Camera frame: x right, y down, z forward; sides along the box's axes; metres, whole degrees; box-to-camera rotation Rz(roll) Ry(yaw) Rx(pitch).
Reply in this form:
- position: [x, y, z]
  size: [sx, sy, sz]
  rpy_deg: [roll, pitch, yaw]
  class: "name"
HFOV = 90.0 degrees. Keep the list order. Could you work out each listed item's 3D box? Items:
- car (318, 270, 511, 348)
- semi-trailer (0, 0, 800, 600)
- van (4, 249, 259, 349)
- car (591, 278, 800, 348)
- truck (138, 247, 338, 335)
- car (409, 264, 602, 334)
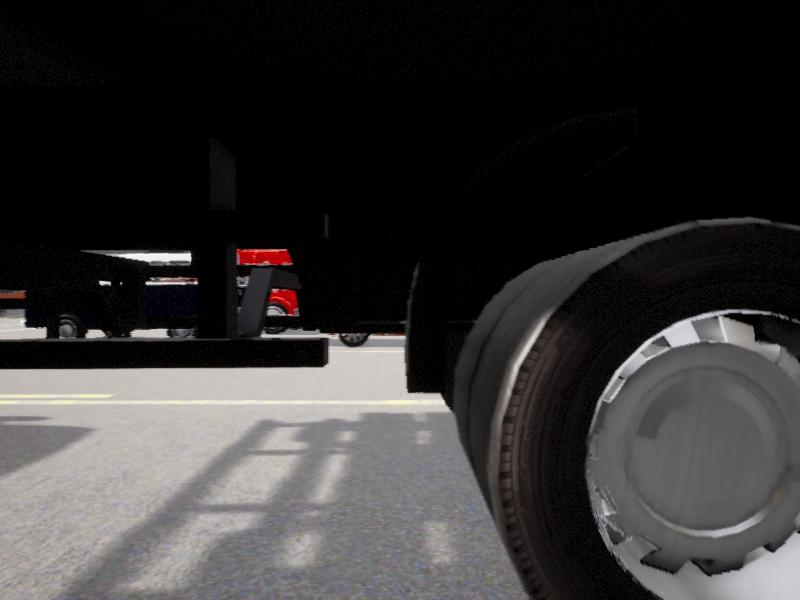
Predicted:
- position: [0.300, 0.188, 9.202]
  size: [3.988, 1.617, 1.851]
  rpy_deg: [0, 0, 0]
  class: "car"
- position: [4.631, -1.220, 2.203]
  size: [14.254, 4.402, 2.717]
  rpy_deg: [0, 0, 0]
  class: "semi-trailer"
- position: [-5.841, -0.027, 9.201]
  size: [4.480, 2.038, 2.069]
  rpy_deg: [0, 0, 0]
  class: "van"
- position: [7.162, 0.269, 9.192]
  size: [4.674, 1.442, 1.812]
  rpy_deg: [0, 0, 0]
  class: "car"
- position: [-4.785, -0.242, 12.579]
  size: [5.204, 2.467, 2.627]
  rpy_deg: [0, 0, 1]
  class: "truck"
- position: [3.080, -0.032, 12.680]
  size: [5.566, 2.045, 2.150]
  rpy_deg: [0, 0, 0]
  class: "car"
